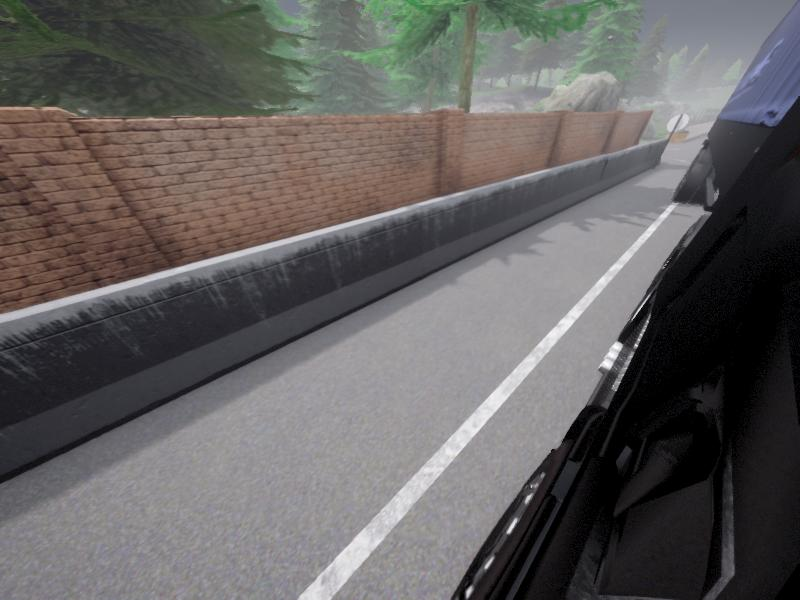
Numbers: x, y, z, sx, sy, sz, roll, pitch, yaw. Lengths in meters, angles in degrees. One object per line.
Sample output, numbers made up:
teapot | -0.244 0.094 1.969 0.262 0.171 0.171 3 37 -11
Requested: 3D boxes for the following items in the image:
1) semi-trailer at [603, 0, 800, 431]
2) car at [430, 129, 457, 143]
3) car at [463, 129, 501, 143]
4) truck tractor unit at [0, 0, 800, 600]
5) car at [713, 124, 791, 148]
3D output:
semi-trailer | 8.415 -3.779 4.496 14.254 4.402 2.717 -31 46 -33
car | 6.525 -25.016 35.194 1.789 1.549 3.705 -27 43 -29
car | 10.853 -21.885 30.870 1.994 1.385 4.181 -27 43 -29
truck tractor unit | 2.645 -0.295 0.351 6.516 4.208 3.053 -28 44 -30
car | 27.498 -12.843 18.058 4.718 1.301 1.895 -17 39 -18
